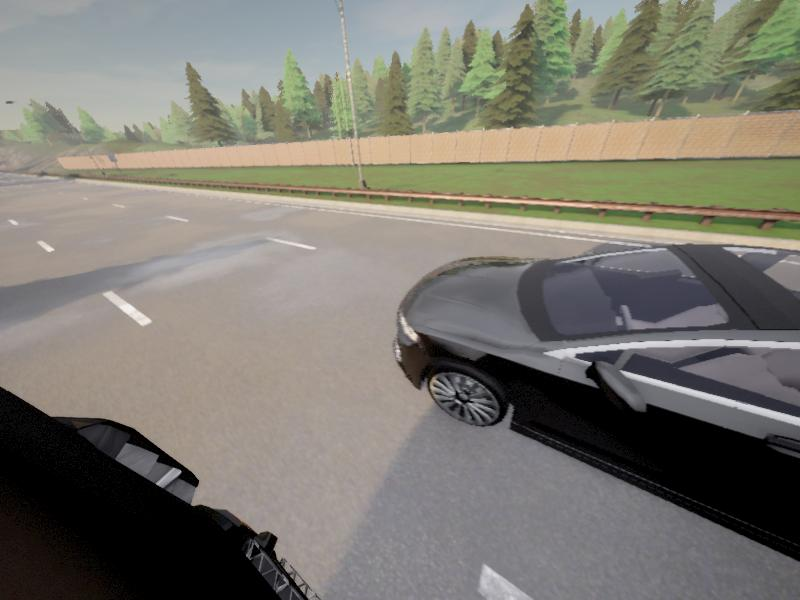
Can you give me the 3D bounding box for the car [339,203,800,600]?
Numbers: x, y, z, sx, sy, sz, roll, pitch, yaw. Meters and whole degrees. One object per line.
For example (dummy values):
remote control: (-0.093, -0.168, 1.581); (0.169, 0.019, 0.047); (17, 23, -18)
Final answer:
car: (2.244, 0.443, 1.758); (4.902, 1.511, 2.128); (16, 38, 26)
